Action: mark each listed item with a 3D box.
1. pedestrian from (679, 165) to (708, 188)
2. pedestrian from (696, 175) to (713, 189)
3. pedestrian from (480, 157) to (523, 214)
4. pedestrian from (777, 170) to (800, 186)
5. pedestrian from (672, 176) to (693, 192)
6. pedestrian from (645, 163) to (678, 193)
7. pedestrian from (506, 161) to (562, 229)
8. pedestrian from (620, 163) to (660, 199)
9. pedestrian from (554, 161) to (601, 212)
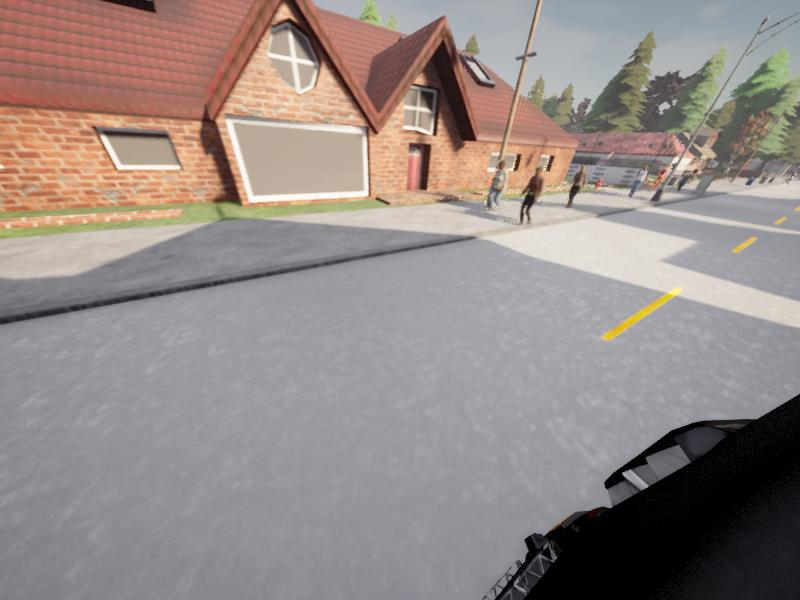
[{"bbox_3d":[27.251,-11.492,21.489,0.751,1.860,0.751,-12,36,-21],"label":"pedestrian"},{"bbox_3d":[28.878,-11.245,21.934,0.500,1.100,0.500,30,42,35],"label":"pedestrian"},{"bbox_3d":[3.872,-4.410,8.969,0.751,1.860,0.751,-12,37,-22],"label":"pedestrian"},{"bbox_3d":[52.684,-16.483,31.222,0.751,1.860,0.751,-4,34,-10],"label":"pedestrian"},{"bbox_3d":[22.446,-9.206,18.355,0.500,1.100,0.500,-15,38,-25],"label":"pedestrian"},{"bbox_3d":[19.664,-9.198,17.431,0.751,1.860,0.751,-16,38,-26],"label":"pedestrian"},{"bbox_3d":[4.225,-3.344,7.397,0.751,1.860,0.751,-19,39,-29],"label":"pedestrian"},{"bbox_3d":[14.521,-7.207,14.028,0.751,1.860,0.751,-15,38,-25],"label":"pedestrian"},{"bbox_3d":[7.711,-4.949,10.088,0.751,1.860,0.751,-16,38,-27],"label":"pedestrian"}]
